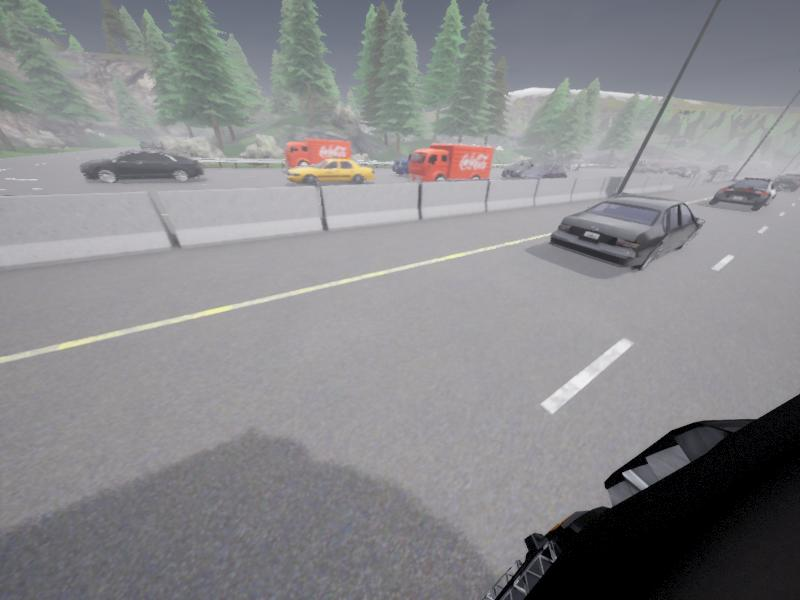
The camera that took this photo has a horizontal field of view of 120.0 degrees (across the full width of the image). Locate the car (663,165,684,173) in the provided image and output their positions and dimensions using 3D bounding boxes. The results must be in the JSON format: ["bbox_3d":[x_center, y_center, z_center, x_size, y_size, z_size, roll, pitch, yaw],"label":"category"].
[{"bbox_3d":[63.462,-30.410,53.550,4.718,1.301,1.895,-17,38,-27],"label":"car"}]

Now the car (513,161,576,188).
[{"bbox_3d":[12.215,-10.652,19.528,4.856,1.649,2.033,-17,38,-27],"label":"car"}]

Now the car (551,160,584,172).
[{"bbox_3d":[27.408,-21.944,37.835,4.974,1.542,2.038,-17,38,-27],"label":"car"}]

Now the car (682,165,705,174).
[{"bbox_3d":[63.888,-28.374,50.301,3.988,1.617,1.851,-17,38,-27],"label":"car"}]

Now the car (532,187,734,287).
[{"bbox_3d":[6.373,-2.032,6.264,5.357,1.411,2.033,-17,38,-27],"label":"car"}]

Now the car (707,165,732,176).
[{"bbox_3d":[67.107,-27.221,48.490,3.866,1.878,1.905,-17,38,-27],"label":"car"}]

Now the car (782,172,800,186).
[{"bbox_3d":[58.698,-17.755,33.920,4.514,1.525,2.007,-17,38,-27],"label":"car"}]

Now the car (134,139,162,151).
[{"bbox_3d":[-42.431,-26.208,39.044,2.128,1.511,4.902,-19,39,-29],"label":"car"}]

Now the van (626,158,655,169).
[{"bbox_3d":[61.746,-35.055,59.439,2.069,2.038,4.480,-5,35,-12],"label":"van"}]

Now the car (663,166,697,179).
[{"bbox_3d":[44.184,-20.204,36.464,4.974,1.542,2.038,-17,38,-27],"label":"car"}]

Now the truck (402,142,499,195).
[{"bbox_3d":[3.062,-8.252,14.446,5.204,2.467,2.627,-17,38,-27],"label":"truck"}]

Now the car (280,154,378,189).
[{"bbox_3d":[-4.175,-7.973,14.287,5.366,1.575,1.801,-17,38,-27],"label":"car"}]

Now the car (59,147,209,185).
[{"bbox_3d":[-13.820,-7.289,12.610,4.892,1.490,1.837,-16,38,-27],"label":"car"}]

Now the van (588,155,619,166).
[{"bbox_3d":[59.843,-41.182,68.057,1.988,2.561,5.915,-17,38,-27],"label":"van"}]

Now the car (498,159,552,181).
[{"bbox_3d":[12.438,-12.994,23.047,4.611,1.667,2.242,-17,38,-27],"label":"car"}]

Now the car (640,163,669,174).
[{"bbox_3d":[49.393,-25.532,44.908,4.611,1.667,2.242,-17,38,-27],"label":"car"}]

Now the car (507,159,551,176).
[{"bbox_3d":[15.811,-16.230,28.275,5.366,1.575,1.801,-17,38,-27],"label":"car"}]

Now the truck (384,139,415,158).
[{"bbox_3d":[-0.349,-40.988,62.426,8.468,3.827,2.891,28,41,32],"label":"truck"}]

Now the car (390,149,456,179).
[{"bbox_3d":[2.058,-12.294,20.870,5.566,2.045,2.150,-17,38,-27],"label":"car"}]

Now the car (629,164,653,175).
[{"bbox_3d":[42.298,-22.993,40.540,3.633,1.501,1.845,-22,41,-32],"label":"car"}]

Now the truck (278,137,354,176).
[{"bbox_3d":[-6.895,-12.037,19.422,5.204,2.467,2.627,-17,38,-27],"label":"truck"}]

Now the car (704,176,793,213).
[{"bbox_3d":[21.301,-6.569,14.121,4.974,1.542,2.038,-17,38,-27],"label":"car"}]

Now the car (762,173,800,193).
[{"bbox_3d":[42.118,-12.813,25.130,4.974,1.542,2.038,-17,38,-27],"label":"car"}]
